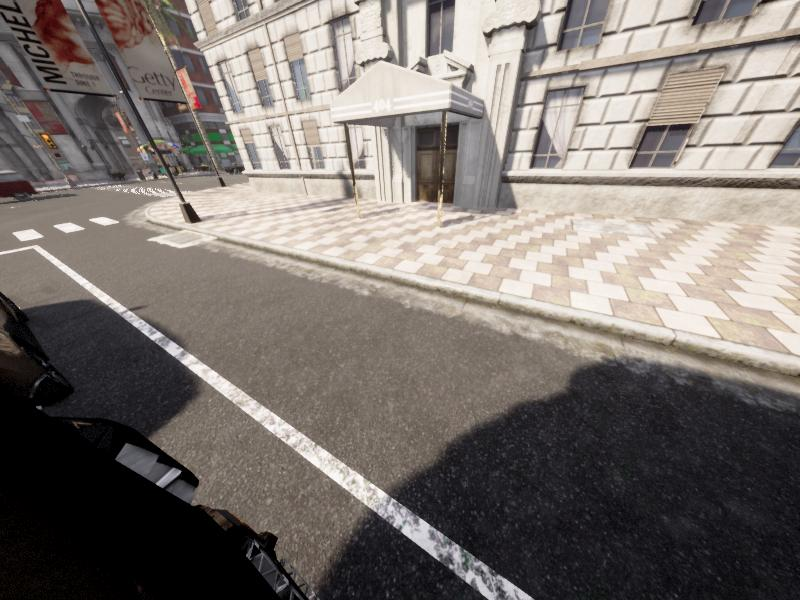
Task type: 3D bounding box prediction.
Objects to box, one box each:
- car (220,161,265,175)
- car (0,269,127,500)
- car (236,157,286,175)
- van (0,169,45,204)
[{"bbox_3d":[-21.804,-18.457,32.252,1.895,1.301,4.718,16,38,27],"label":"car"},{"bbox_3d":[-5.464,0.514,2.229,4.902,1.511,2.128,15,38,25],"label":"car"},{"bbox_3d":[-18.478,-18.040,31.054,1.930,1.638,5.238,16,38,26],"label":"car"},{"bbox_3d":[-29.072,-7.654,15.919,1.775,1.987,4.442,16,38,26],"label":"van"}]
